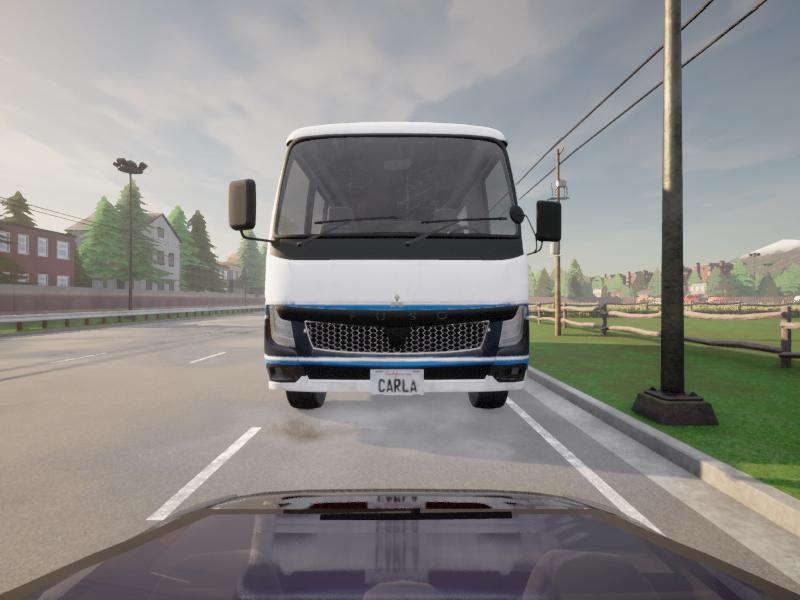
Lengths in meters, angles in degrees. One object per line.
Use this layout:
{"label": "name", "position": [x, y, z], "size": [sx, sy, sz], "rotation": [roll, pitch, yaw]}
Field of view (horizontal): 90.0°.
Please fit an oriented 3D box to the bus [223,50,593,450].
{"label": "bus", "position": [0.062, -0.534, 9.399], "size": [3.944, 4.253, 10.273], "rotation": [0, 0, 0]}
